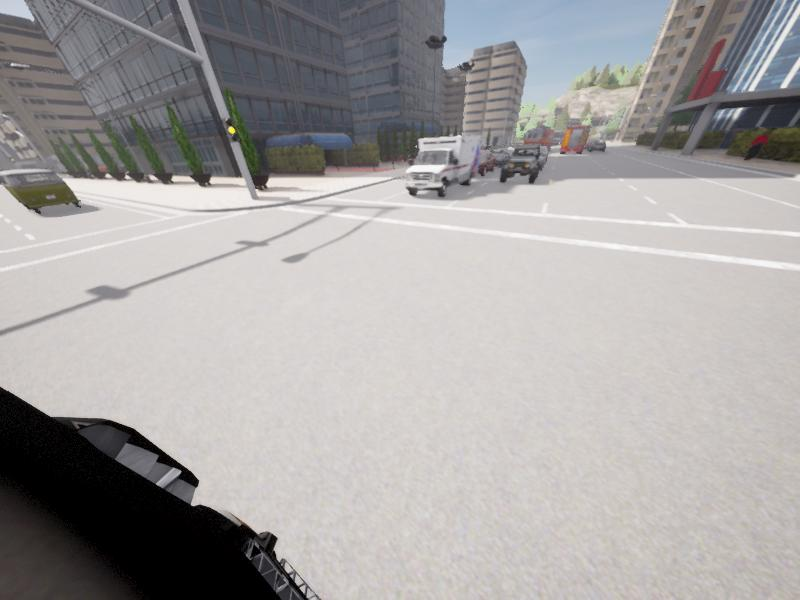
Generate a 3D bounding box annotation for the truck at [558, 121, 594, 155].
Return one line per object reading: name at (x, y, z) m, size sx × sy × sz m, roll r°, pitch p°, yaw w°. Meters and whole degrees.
truck at (26.402, -24.483, 35.073) m, size 2.891 × 3.827 × 8.468 m, roll 16°, pitch 38°, yaw 26°

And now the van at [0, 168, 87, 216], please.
van at (-20.200, -6.145, 12.911) m, size 4.442 × 1.987 × 1.775 m, roll 16°, pitch 38°, yaw 26°

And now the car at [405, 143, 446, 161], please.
car at (4.097, -23.844, 37.154) m, size 6.274 × 2.098 × 2.390 m, roll -20°, pitch 37°, yaw -23°

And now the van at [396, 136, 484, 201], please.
van at (2.469, -7.432, 12.678) m, size 2.351 × 2.431 × 6.366 m, roll 16°, pitch 38°, yaw 25°

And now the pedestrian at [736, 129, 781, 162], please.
pedestrian at (24.729, -10.680, 16.000) m, size 0.751 × 1.860 × 0.751 m, roll 18°, pitch 39°, yaw 28°

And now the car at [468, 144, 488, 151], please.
car at (22.445, -43.912, 66.565) m, size 4.792 × 1.488 × 2.163 m, roll 16°, pitch 38°, yaw 26°

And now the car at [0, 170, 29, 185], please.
car at (-57.294, -17.747, 33.540) m, size 2.007 × 1.525 × 4.514 m, roll -24°, pitch 39°, yaw -28°

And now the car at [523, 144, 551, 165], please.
car at (14.410, -15.286, 24.210) m, size 1.930 × 1.638 × 5.238 m, roll 15°, pitch 38°, yaw 25°

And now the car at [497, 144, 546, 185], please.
car at (7.568, -8.446, 14.282) m, size 1.905 × 1.878 × 3.866 m, roll 16°, pitch 38°, yaw 25°

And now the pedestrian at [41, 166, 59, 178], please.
pedestrian at (-61.444, -22.486, 40.544) m, size 0.751 × 1.860 × 0.751 m, roll 8°, pitch 35°, yaw 16°

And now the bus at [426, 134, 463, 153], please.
bus at (13.366, -47.730, 70.488) m, size 10.273 × 4.253 × 3.944 m, roll 16°, pitch 38°, yaw 26°

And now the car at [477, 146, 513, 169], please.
car at (9.458, -14.204, 22.949) m, size 2.242 × 1.667 × 4.611 m, roll 16°, pitch 38°, yaw 26°

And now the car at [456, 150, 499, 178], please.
car at (6.212, -10.850, 18.302) m, size 1.882 × 1.535 × 5.008 m, roll 16°, pitch 38°, yaw 26°

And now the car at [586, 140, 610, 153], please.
car at (30.718, -23.921, 35.980) m, size 2.128 × 1.511 × 4.902 m, roll 16°, pitch 38°, yaw 25°

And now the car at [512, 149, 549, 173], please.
car at (10.983, -11.671, 19.312) m, size 1.994 × 1.385 × 4.181 m, roll 17°, pitch 38°, yaw 27°

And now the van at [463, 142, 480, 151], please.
van at (21.618, -46.606, 70.205) m, size 4.442 × 1.987 × 1.775 m, roll 16°, pitch 38°, yaw 26°

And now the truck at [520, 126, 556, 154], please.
truck at (25.060, -28.880, 41.757) m, size 2.891 × 3.827 × 8.468 m, roll 23°, pitch 42°, yaw 33°
